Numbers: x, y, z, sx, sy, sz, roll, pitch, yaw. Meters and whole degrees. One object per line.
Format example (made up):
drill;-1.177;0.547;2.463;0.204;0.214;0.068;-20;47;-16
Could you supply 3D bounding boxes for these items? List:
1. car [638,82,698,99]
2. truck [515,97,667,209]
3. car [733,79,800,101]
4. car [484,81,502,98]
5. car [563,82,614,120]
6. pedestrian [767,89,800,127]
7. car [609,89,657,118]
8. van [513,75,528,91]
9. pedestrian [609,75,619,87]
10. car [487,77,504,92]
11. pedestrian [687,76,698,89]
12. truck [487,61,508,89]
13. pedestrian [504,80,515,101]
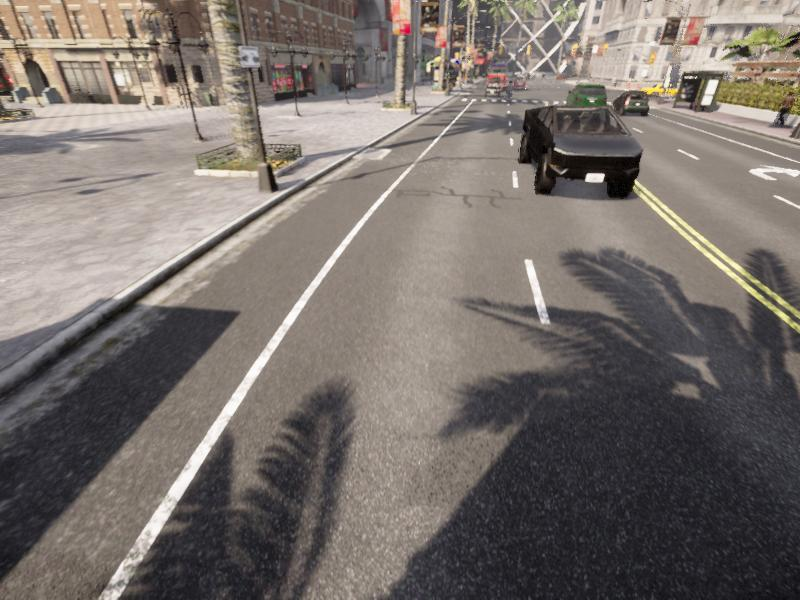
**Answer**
car;31.435;-24.712;47.180;5.366;1.575;1.801;7;31;10
truck;5.239;-4.853;12.309;2.390;2.098;6.274;5;31;7
car;41.697;-23.736;45.140;5.566;2.045;2.150;6;31;10
car;10.815;-24.425;46.419;1.789;1.549;3.705;7;31;11
car;13.369;-14.384;28.777;2.150;2.045;5.566;8;31;12
pedestrian;22.029;-10.958;22.857;0.751;1.860;0.751;8;31;13
car;17.237;-14.730;29.854;1.851;1.617;3.988;7;31;11
van;18.263;-33.150;61.019;1.775;1.987;4.442;7;31;11
pedestrian;36.665;-37.529;68.518;0.751;1.860;0.751;2;30;3
car;13.593;-30.687;56.935;2.097;1.767;4.553;7;31;11
pedestrian;47.798;-35.632;65.411;0.751;1.860;0.751;6;31;10
truck;16.293;-37.560;66.715;2.891;3.827;8.468;7;31;11
pedestrian;11.095;-21.241;40.621;0.751;1.860;0.751;7;31;11
